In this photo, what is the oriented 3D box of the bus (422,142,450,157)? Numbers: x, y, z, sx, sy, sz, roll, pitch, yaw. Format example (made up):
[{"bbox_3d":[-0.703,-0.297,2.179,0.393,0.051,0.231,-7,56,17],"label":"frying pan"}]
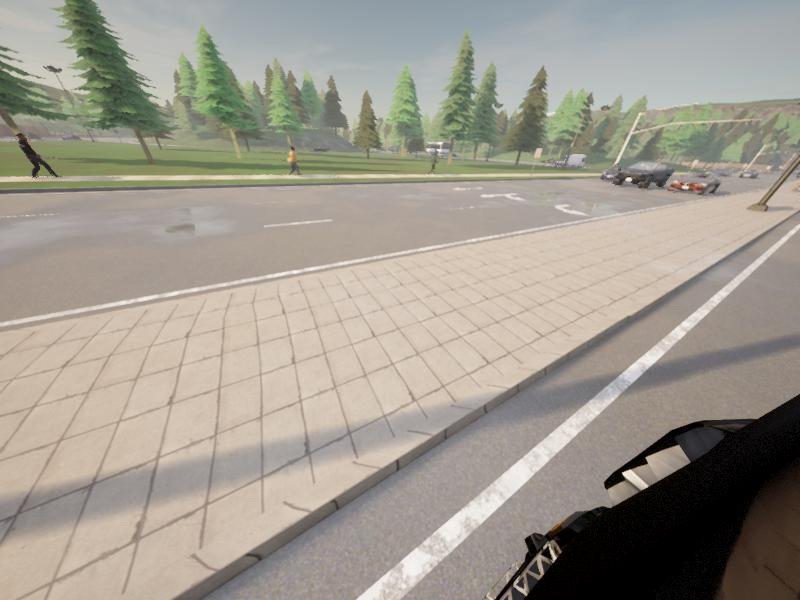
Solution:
[{"bbox_3d":[12.542,-53.275,81.709,3.944,4.253,10.273,-15,38,-25],"label":"bus"}]

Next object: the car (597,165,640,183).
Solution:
[{"bbox_3d":[24.571,-14.196,26.007,3.988,1.617,1.851,-15,38,-26],"label":"car"}]

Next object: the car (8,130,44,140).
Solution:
[{"bbox_3d":[-76.871,-33.864,47.541,1.837,1.490,4.892,-15,38,-26],"label":"car"}]

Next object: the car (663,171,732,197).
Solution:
[{"bbox_3d":[25.293,-9.954,19.636,5.027,1.651,2.152,-16,38,-26],"label":"car"}]

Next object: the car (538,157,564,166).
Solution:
[{"bbox_3d":[39.564,-36.320,60.659,1.930,1.638,5.238,-15,38,-25],"label":"car"}]

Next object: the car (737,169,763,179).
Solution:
[{"bbox_3d":[73.167,-26.291,48.256,4.856,1.649,2.033,-16,38,-26],"label":"car"}]

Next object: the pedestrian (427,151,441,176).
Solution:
[{"bbox_3d":[3.000,-12.189,20.656,0.751,1.860,0.751,-15,37,-25],"label":"pedestrian"}]

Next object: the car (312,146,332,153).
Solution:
[{"bbox_3d":[-21.586,-41.514,63.812,4.718,1.301,1.895,-20,40,-31],"label":"car"}]

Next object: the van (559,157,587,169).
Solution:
[{"bbox_3d":[40.110,-31.956,53.747,2.069,2.038,4.480,-15,38,-25],"label":"van"}]

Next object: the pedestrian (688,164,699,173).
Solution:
[{"bbox_3d":[68.872,-30.844,54.237,0.751,1.860,0.751,-18,39,-28],"label":"pedestrian"}]

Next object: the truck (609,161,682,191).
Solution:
[{"bbox_3d":[23.117,-11.769,21.772,6.274,2.098,2.390,-16,38,-26],"label":"truck"}]

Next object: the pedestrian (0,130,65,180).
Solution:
[{"bbox_3d":[-16.823,-6.614,10.603,0.751,1.860,0.751,-16,38,-26],"label":"pedestrian"}]

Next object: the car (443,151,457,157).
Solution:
[{"bbox_3d":[18.432,-54.134,85.869,1.930,1.638,5.238,-15,38,-25],"label":"car"}]

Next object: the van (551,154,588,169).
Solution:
[{"bbox_3d":[37.571,-30.845,51.365,1.988,2.561,5.915,-15,38,-25],"label":"van"}]

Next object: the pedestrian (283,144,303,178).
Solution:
[{"bbox_3d":[-7.138,-9.261,15.400,0.751,1.860,0.751,-15,37,-25],"label":"pedestrian"}]

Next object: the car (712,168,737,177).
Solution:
[{"bbox_3d":[70.969,-27.845,50.513,4.974,1.542,2.038,-16,38,-26],"label":"car"}]

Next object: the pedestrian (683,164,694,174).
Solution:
[{"bbox_3d":[64.956,-29.586,52.014,0.751,1.860,0.751,-24,42,-35],"label":"pedestrian"}]
